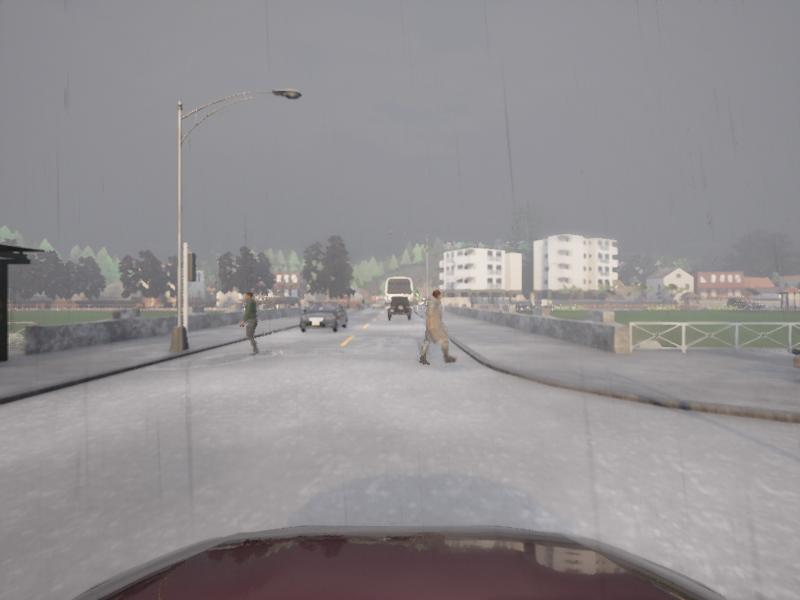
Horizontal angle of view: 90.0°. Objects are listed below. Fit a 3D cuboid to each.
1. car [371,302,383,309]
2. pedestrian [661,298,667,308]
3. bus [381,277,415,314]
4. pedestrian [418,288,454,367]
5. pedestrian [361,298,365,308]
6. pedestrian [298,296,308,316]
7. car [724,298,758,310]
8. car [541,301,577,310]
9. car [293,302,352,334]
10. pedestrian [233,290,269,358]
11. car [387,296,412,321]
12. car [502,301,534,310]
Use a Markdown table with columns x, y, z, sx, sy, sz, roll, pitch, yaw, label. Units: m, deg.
| x | y | z | sx | sy | sz | roll | pitch | yaw | label |
| --- | --- | --- | --- | --- | --- | --- | --- | --- | --- |
| -4.127 | 0.975 | 73.239 | 1.895 | 1.301 | 4.718 | 0 | 0 | 0 | car |
| 48.125 | 0.568 | 72.865 | 0.751 | 1.860 | 0.751 | 0 | 0 | 10 | pedestrian |
| -0.210 | -0.509 | 50.882 | 3.944 | 4.253 | 10.273 | 0 | 0 | 0 | bus |
| 0.869 | 0.642 | 9.784 | 0.751 | 1.860 | 0.751 | 0 | 0 | -4 | pedestrian |
| -6.653 | 0.570 | 72.082 | 0.751 | 1.860 | 0.751 | 0 | 0 | -13 | pedestrian |
| -9.099 | 0.553 | 37.674 | 0.751 | 1.860 | 0.751 | 0 | 0 | -1 | pedestrian |
| 54.585 | 0.677 | 64.064 | 3.866 | 1.878 | 1.905 | 0 | 0 | 0 | car |
| 27.044 | 0.928 | 68.032 | 5.357 | 1.411 | 2.033 | 0 | 0 | 0 | car |
| -3.940 | 0.847 | 21.345 | 2.128 | 1.511 | 4.902 | 0 | 0 | 1 | car |
| -4.205 | 0.643 | 11.329 | 0.751 | 1.860 | 0.751 | 0 | 0 | -2 | pedestrian |
| -0.037 | 0.660 | 32.741 | 1.905 | 1.878 | 3.866 | 0 | -1 | 0 | car |
| 20.035 | 0.878 | 67.905 | 4.892 | 1.490 | 1.837 | 0 | 0 | 1 | car |
